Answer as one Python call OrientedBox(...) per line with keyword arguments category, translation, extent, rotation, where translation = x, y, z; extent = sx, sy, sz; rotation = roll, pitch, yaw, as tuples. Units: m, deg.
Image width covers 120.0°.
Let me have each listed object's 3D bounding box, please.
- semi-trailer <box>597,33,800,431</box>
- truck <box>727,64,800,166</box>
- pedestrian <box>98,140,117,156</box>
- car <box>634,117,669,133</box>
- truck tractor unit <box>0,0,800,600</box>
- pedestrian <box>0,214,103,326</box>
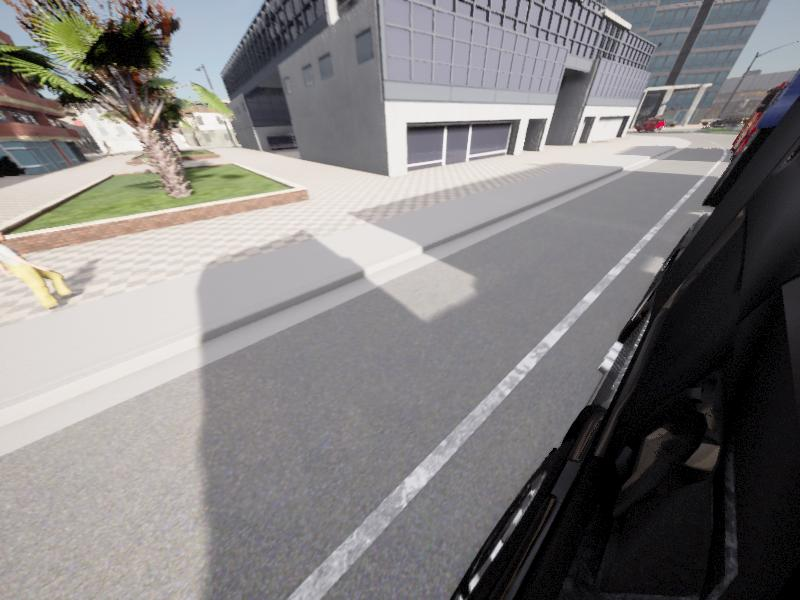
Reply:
OrientedBox(category="semi-trailer", translation=(8.768, -3.548, 4.170), extent=(14.254, 4.402, 2.717), rotation=(-27, 43, -29))
OrientedBox(category="truck", translation=(21.733, -10.093, 12.672), extent=(8.468, 3.827, 2.891), rotation=(-30, 44, -32))
OrientedBox(category="pedestrian", translation=(-41.791, -21.711, 33.029), extent=(0.751, 1.860, 0.751), rotation=(-27, 43, -29))
OrientedBox(category="car", translation=(45.175, -31.448, 41.565), extent=(5.566, 2.045, 2.150), rotation=(-21, 40, -24))
OrientedBox(category="truck tractor unit", translation=(2.645, -0.295, 0.352), extent=(6.516, 4.208, 3.053), rotation=(-28, 44, -30))
OrientedBox(category="pedestrian", translation=(-5.476, -0.434, 3.301), extent=(0.751, 1.300, 0.751), rotation=(10, 38, 17))
